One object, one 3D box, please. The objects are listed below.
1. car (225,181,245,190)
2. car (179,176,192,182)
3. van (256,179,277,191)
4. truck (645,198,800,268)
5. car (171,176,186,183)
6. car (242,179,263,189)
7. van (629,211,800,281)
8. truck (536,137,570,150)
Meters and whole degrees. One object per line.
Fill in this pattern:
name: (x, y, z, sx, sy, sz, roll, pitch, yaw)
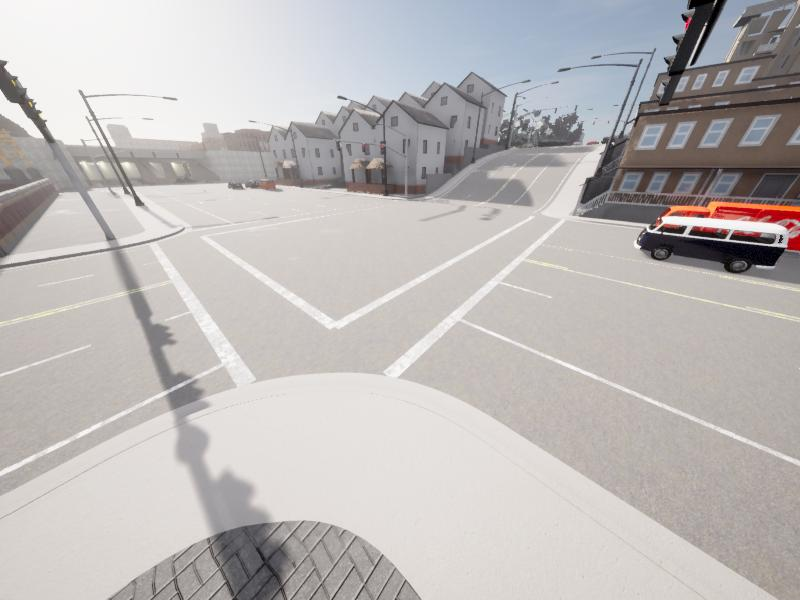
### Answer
car: (-35.336, -24.596, 49.454, 4.514, 1.525, 2.007, 24, 38, 35)
car: (-68.924, -38.836, 74.128, 4.674, 1.442, 1.812, 23, 37, 34)
van: (-27.190, -23.565, 47.136, 4.442, 1.987, 1.775, 24, 38, 35)
truck: (17.589, -3.927, 12.639, 5.204, 2.467, 2.627, 25, 38, 36)
car: (-64.757, -35.123, 67.501, 5.238, 1.638, 1.930, 23, 37, 34)
car: (-32.884, -25.887, 51.600, 4.611, 1.667, 2.242, 24, 38, 35)
van: (14.563, -2.824, 11.159, 4.480, 2.038, 2.069, 24, 38, 35)
truck: (37.885, -38.762, 57.342, 6.274, 2.098, 2.390, 24, 38, 35)
